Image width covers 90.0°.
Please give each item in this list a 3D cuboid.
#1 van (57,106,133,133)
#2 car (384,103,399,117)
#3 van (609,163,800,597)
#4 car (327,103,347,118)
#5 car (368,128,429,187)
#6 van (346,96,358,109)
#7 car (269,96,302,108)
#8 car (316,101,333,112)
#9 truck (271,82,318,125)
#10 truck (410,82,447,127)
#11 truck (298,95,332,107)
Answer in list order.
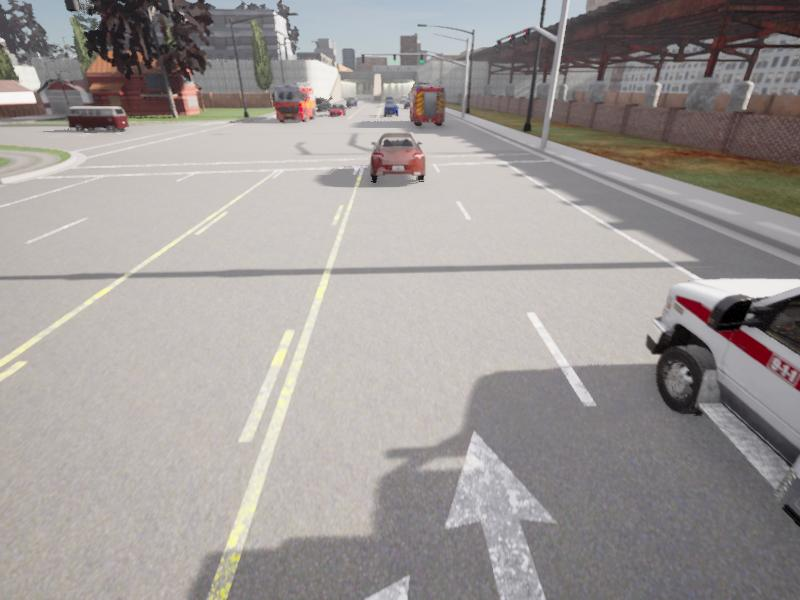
[{"bbox_3d":[-25.760,-15.332,33.947,4.442,1.987,1.775,-1,28,-3],"label":"van"},{"bbox_3d":[-1.200,-25.794,54.138,1.882,1.535,5.008,-1,28,-1],"label":"car"},{"bbox_3d":[3.908,1.169,1.717,2.351,2.431,6.366,-1,27,-1],"label":"van"},{"bbox_3d":[-8.151,-24.931,52.528,2.007,1.525,4.514,-1,28,-1],"label":"car"},{"bbox_3d":[-0.116,-6.080,16.670,2.152,1.651,5.027,-1,28,-1],"label":"car"},{"bbox_3d":[-8.799,-36.259,73.422,1.775,1.987,4.442,-1,28,-1],"label":"van"},{"bbox_3d":[-22.175,-38.388,77.402,5.566,2.045,2.150,-1,28,-2],"label":"car"},{"bbox_3d":[-12.011,-31.065,64.139,1.837,1.490,4.892,-1,28,-1],"label":"car"},{"bbox_3d":[-11.412,-21.777,44.124,2.891,3.827,8.468,-1,28,-1],"label":"truck"},{"bbox_3d":[2.715,-20.333,41.382,2.891,3.827,8.468,-1,28,-2],"label":"truck"},{"bbox_3d":[-17.146,-40.144,80.643,6.274,2.098,2.390,-1,28,-2],"label":"truck"}]
